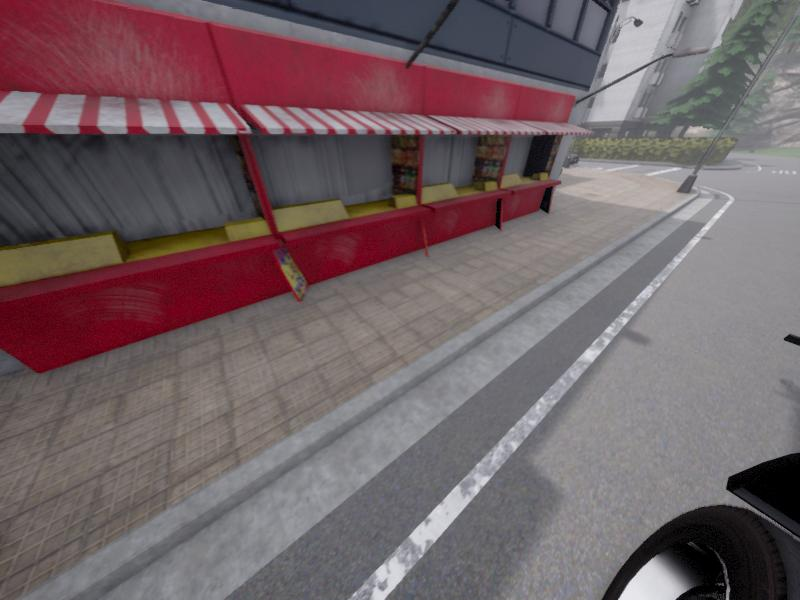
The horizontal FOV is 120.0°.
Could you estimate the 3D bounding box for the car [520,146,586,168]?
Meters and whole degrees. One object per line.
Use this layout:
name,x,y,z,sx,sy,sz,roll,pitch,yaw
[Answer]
car,13.126,-12.512,20.077,1.994,1.385,4.181,-24,41,-29

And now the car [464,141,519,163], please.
car,9.374,-15.500,24.085,2.242,1.667,4.611,-24,41,-30
